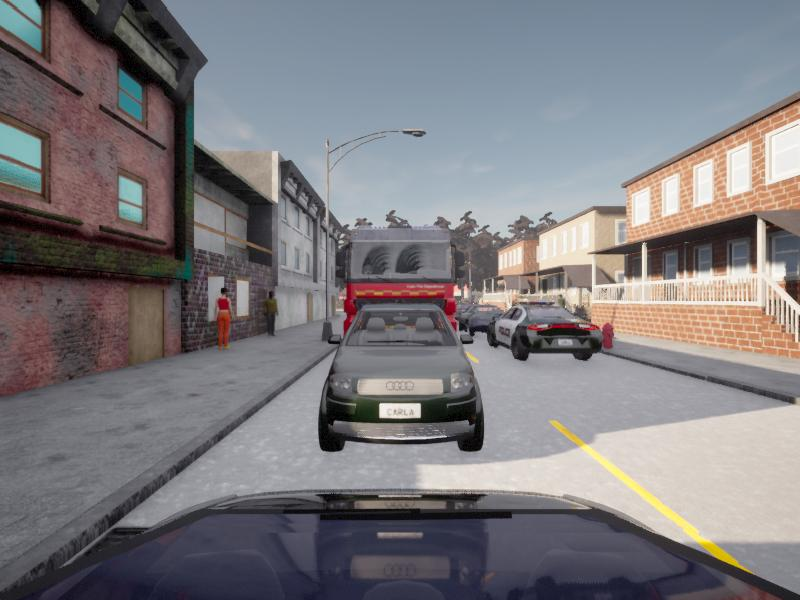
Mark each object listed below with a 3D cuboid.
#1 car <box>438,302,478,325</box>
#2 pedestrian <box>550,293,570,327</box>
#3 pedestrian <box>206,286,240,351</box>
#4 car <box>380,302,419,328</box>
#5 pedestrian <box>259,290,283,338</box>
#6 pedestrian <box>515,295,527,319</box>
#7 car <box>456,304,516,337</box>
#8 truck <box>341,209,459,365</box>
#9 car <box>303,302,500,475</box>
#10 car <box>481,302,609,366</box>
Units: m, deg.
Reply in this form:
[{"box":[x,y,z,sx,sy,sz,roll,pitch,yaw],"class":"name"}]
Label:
[{"box":[3.967,0.895,28.187,2.033,1.411,5.357,0,0,0],"class":"car"},{"box":[8.904,0.533,22.259,0.751,1.860,0.751,0,0,-7],"class":"pedestrian"},{"box":[-5.241,0.533,11.877,0.751,1.860,0.751,0,0,-7],"class":"pedestrian"},{"box":[-0.025,0.851,24.927,2.163,1.488,4.792,0,0,0],"class":"car"},{"box":[-5.180,0.533,16.049,0.751,1.860,0.751,0,0,-34],"class":"pedestrian"},{"box":[9.205,0.533,30.416,0.751,1.860,0.751,0,0,2],"class":"pedestrian"},{"box":[3.985,0.908,19.305,1.994,1.385,4.181,0,0,0],"class":"car"},{"box":[-0.010,-0.321,14.022,2.891,3.827,8.468,0,0,0],"class":"truck"},{"box":[0.007,0.815,5.489,1.789,1.549,3.705,0,0,0],"class":"car"},{"box":[4.002,0.826,12.127,2.038,1.542,4.974,0,0,0],"class":"car"}]
